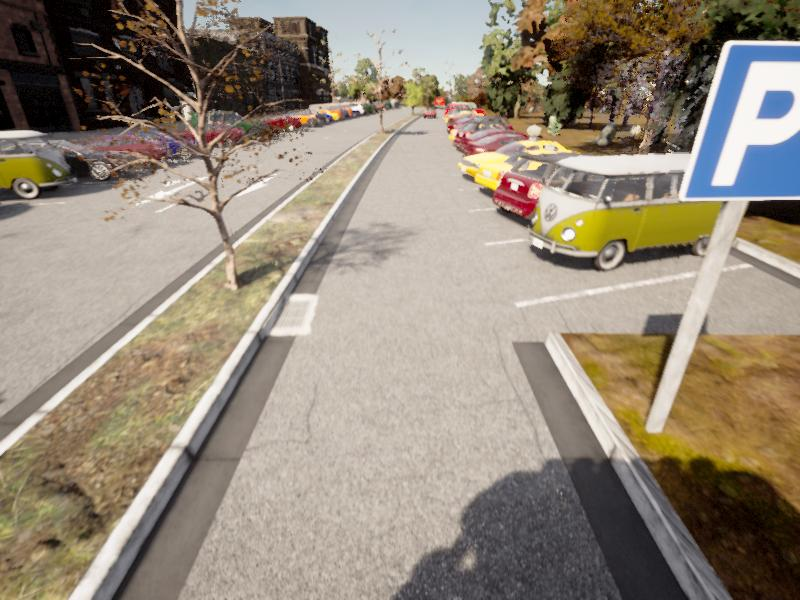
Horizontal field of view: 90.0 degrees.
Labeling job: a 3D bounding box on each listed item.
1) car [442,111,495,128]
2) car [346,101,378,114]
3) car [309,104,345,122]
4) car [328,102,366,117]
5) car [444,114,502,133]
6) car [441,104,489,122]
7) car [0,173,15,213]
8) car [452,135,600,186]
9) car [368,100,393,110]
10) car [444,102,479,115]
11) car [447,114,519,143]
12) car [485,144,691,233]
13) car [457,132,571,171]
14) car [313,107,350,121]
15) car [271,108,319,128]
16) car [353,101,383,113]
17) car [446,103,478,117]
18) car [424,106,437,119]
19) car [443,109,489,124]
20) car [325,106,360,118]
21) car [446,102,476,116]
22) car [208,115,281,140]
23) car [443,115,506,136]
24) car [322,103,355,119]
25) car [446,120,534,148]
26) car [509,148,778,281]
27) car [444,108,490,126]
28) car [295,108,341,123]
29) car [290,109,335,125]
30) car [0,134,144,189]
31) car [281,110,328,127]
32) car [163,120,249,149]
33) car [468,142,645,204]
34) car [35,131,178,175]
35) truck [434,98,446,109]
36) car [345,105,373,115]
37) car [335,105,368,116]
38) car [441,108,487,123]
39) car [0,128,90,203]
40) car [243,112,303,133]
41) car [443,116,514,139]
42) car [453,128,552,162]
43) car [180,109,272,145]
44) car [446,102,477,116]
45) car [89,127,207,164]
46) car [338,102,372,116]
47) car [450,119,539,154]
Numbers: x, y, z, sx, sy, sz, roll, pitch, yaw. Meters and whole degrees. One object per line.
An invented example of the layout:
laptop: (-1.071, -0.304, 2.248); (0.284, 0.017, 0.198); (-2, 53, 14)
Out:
car: (7.267, -19.241, 42.634); (5.008, 1.535, 2.097); (-6, 28, -13)
car: (-6.991, -35.680, 74.169); (5.566, 2.045, 2.435); (-7, 27, -12)
car: (-9.685, -24.793, 52.917); (4.442, 1.987, 1.878); (-7, 27, -12)
car: (-8.438, -30.236, 63.517); (5.566, 2.045, 2.435); (-7, 28, -12)
car: (6.756, -16.533, 37.405); (4.792, 1.488, 2.163); (-6, 28, -14)
car: (8.571, -24.843, 53.040); (5.566, 2.045, 2.435); (-6, 28, -12)
car: (-13.357, -2.774, 10.024); (4.553, 1.767, 2.185); (-9, 28, -16)
car: (5.047, -5.764, 16.275); (5.366, 1.575, 1.946); (-7, 29, -16)
car: (-4.540, -45.205, 92.786); (5.566, 2.045, 2.435); (-7, 28, -11)
car: (10.969, -34.263, 71.467); (5.566, 2.045, 2.435); (-5, 28, -12)
car: (6.061, -12.633, 29.440); (4.553, 1.767, 2.185); (-7, 28, -14)
car: (4.989, -3.199, 10.996); (4.553, 1.767, 2.185); (-8, 28, -16)
car: (5.344, -7.099, 18.984); (4.674, 1.452, 2.002); (-7, 28, -16)
car: (-9.481, -25.907, 55.662); (4.792, 1.488, 2.163); (-7, 28, -12)
car: (-11.051, -19.231, 42.248); (4.553, 1.767, 2.185); (-7, 28, -13)
car: (-6.289, -38.398, 79.488); (5.566, 2.045, 2.435); (-7, 27, -12)
car: (9.800, -30.186, 63.543); (4.442, 1.987, 1.878); (-5, 28, -12)
car: (4.619, -28.332, 60.319); (1.851, 1.617, 3.988); (3, 27, 6)
car: (7.880, -21.927, 47.890); (4.892, 1.521, 2.231); (-6, 28, -13)
car: (-8.761, -28.659, 60.983); (5.008, 1.535, 2.097); (-7, 27, -12)
car: (10.484, -32.879, 68.811); (4.442, 1.987, 1.878); (-5, 28, -12)
car: (-12.119, -13.645, 31.585); (5.008, 1.535, 2.097); (-8, 28, -14)
car: (6.445, -15.177, 34.753); (4.792, 1.488, 2.163); (-6, 28, -14)
car: (-8.997, -27.516, 58.247); (4.442, 1.987, 1.878); (-7, 27, -12)
car: (6.009, -11.199, 26.911); (5.366, 1.575, 1.946); (-7, 28, -15)
car: (4.840, -1.927, 8.288); (4.442, 1.987, 1.878); (-8, 29, -17)
car: (7.545, -20.693, 45.197); (4.553, 1.767, 2.185); (-6, 28, -13)
car: (-10.310, -23.192, 50.280); (5.366, 1.575, 1.946); (-7, 28, -12)
car: (-10.468, -21.852, 47.658); (5.008, 1.535, 2.097); (-7, 27, -12)
car: (-13.137, -5.412, 15.467); (4.892, 1.521, 2.231); (-9, 28, -16)
car: (-10.761, -20.485, 44.983); (4.892, 1.521, 2.231); (-7, 28, -12)
car: (-12.520, -10.865, 26.228); (4.674, 1.452, 2.002); (-8, 28, -15)
car: (5.288, -4.465, 13.748); (5.366, 1.575, 1.946); (-7, 28, -16)
car: (-13.001, -6.749, 18.169); (4.674, 1.452, 2.002); (-9, 28, -15)
truck: (10.191, -50.387, 102.401); (2.627, 2.467, 5.204); (4, 27, 8)
car: (-7.334, -34.070, 71.636); (4.792, 1.488, 2.163); (-7, 27, -12)
car: (-8.064, -31.376, 66.299); (5.008, 1.535, 2.097); (-7, 27, -12)
car: (8.030, -23.254, 50.471); (5.366, 1.575, 1.946); (-6, 28, -12)
car: (-13.131, -4.259, 12.709); (4.442, 1.987, 1.878); (-9, 28, -16)
car: (-11.624, -16.381, 36.944); (5.008, 1.535, 2.097); (-8, 28, -13)
car: (6.236, -13.866, 32.124); (5.008, 1.535, 2.097); (-6, 28, -14)
car: (5.486, -8.446, 21.617); (4.674, 1.452, 2.002); (-7, 28, -15)
car: (-12.305, -12.503, 28.796); (5.566, 2.045, 2.435); (-8, 28, -14)
car: (10.142, -31.533, 66.178); (4.442, 1.987, 1.878); (-5, 28, -12)
car: (-12.865, -8.123, 20.860); (4.674, 1.452, 2.002); (-9, 28, -15)
car: (-7.740, -32.952, 68.831); (5.566, 2.045, 2.435); (-7, 28, -12)
car: (5.624, -9.937, 24.168); (4.553, 1.767, 2.185); (-7, 28, -15)
